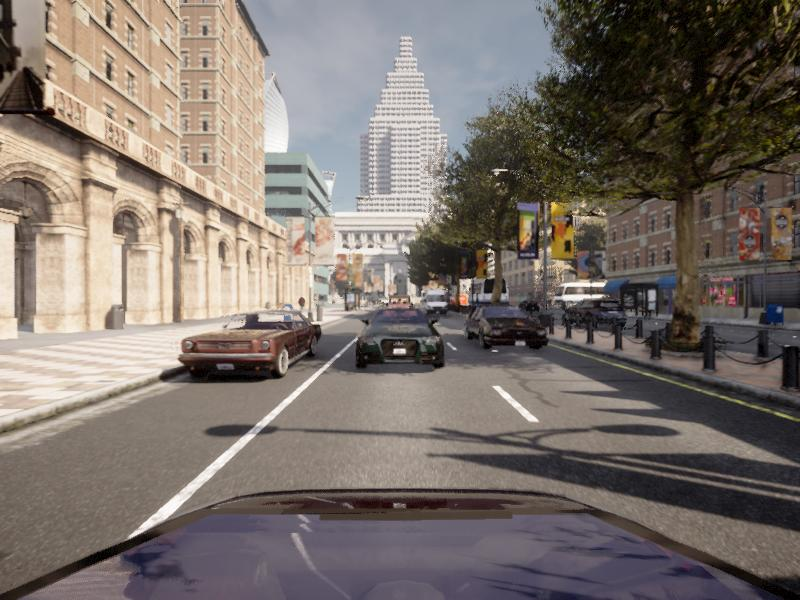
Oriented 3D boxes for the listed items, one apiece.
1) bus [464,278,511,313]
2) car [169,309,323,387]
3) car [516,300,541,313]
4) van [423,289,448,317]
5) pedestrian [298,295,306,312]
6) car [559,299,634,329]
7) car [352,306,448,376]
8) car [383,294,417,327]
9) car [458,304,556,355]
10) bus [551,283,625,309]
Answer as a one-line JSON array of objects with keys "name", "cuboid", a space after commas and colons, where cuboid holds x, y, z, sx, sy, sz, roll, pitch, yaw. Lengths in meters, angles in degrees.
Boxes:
[{"name": "bus", "cuboid": [11.354, -0.608, 53.224, 3.944, 4.253, 10.273, 0, 1, 0]}, {"name": "car", "cuboid": [-3.254, 0.923, 9.621, 1.895, 1.301, 4.718, 0, 0, 0]}, {"name": "car", "cuboid": [15.007, 0.755, 46.915, 1.845, 1.501, 3.633, 0, 0, 0]}, {"name": "van", "cuboid": [3.479, 0.263, 39.951, 1.988, 2.561, 5.915, 0, 0, 0]}, {"name": "pedestrian", "cuboid": [-10.704, 0.421, 43.729, 0.751, 1.860, 0.751, 0, 0, -4]}, {"name": "car", "cuboid": [11.540, 0.742, 23.938, 2.033, 1.649, 4.856, 0, 0, -1]}, {"name": "car", "cuboid": [-0.005, 0.891, 10.399, 1.994, 1.385, 4.181, 0, 0, 0]}, {"name": "car", "cuboid": [-0.013, 0.610, 24.582, 1.905, 1.878, 3.866, 0, 0, 0]}, {"name": "car", "cuboid": [3.492, 0.873, 14.268, 2.033, 1.411, 5.357, 0, 0, 0]}, {"name": "bus", "cuboid": [30.556, -0.632, 65.366, 10.273, 4.253, 3.944, 0, 0, -1]}]
